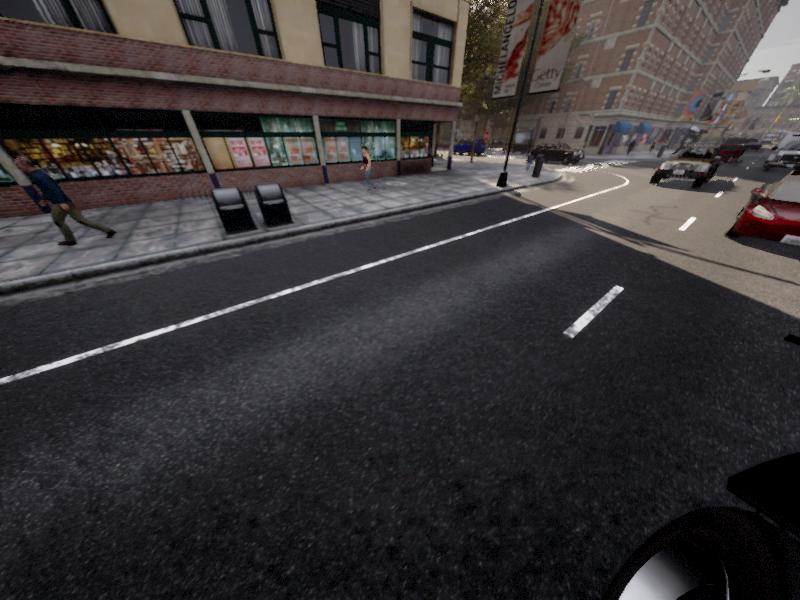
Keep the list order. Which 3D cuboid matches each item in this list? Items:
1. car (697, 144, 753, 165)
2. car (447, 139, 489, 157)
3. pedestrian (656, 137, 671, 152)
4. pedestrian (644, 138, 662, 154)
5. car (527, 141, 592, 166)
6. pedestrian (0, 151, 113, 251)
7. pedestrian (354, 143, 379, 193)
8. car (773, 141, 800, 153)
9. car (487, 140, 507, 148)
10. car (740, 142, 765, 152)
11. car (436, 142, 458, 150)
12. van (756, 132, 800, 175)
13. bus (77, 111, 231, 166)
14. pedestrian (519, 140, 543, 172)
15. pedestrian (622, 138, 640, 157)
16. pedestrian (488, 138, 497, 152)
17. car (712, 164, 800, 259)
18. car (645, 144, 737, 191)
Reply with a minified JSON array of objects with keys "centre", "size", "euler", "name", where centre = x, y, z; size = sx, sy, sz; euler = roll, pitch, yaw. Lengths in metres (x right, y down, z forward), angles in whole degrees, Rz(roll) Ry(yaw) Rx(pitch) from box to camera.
[{"centre":[32.539,-14.669,23.136],"size":[5.008,1.535,1.882],"euler":[-18,39,-23],"name":"car"},{"centre":[9.811,-22.385,33.819],"size":[2.150,2.045,5.566],"euler":[-24,41,-30],"name":"car"},{"centre":[41.958,-24.754,36.785],"size":[0.751,1.860,0.751],"euler":[-22,41,-28],"name":"pedestrian"},{"centre":[34.429,-20.947,31.441],"size":[0.751,1.860,0.751],"euler":[-24,42,-30],"name":"pedestrian"},{"centre":[15.504,-14.563,22.822],"size":[1.932,1.855,4.605],"euler":[-21,40,-27],"name":"car"},{"centre":[-7.615,-2.168,5.126],"size":[0.751,1.860,0.751],"euler":[-27,43,-32],"name":"pedestrian"},{"centre":[-1.479,-5.898,10.370],"size":[0.751,1.860,0.751],"euler":[-19,39,-24],"name":"pedestrian"},{"centre":[60.629,-23.937,36.145],"size":[4.674,1.442,1.812],"euler":[-23,41,-29],"name":"car"},{"centre":[25.508,-41.119,60.801],"size":[4.902,1.511,2.128],"euler":[-23,41,-29],"name":"car"},{"centre":[61.327,-26.689,40.166],"size":[4.718,1.301,1.895],"euler":[-23,41,-29],"name":"car"},{"centre":[10.573,-34.616,51.810],"size":[4.718,1.301,1.895],"euler":[-23,41,-29],"name":"car"},{"centre":[29.770,-11.061,17.265],"size":[6.366,2.431,2.351],"euler":[-23,41,-29],"name":"van"},{"centre":[-25.759,-17.714,25.555],"size":[10.273,4.253,3.944],"euler":[-23,41,-29],"name":"bus"},{"centre":[9.346,-10.277,16.499],"size":[0.751,1.860,0.751],"euler":[-23,41,-29],"name":"pedestrian"},{"centre":[28.166,-18.607,28.170],"size":[0.751,1.860,0.751],"euler":[28,44,34],"name":"pedestrian"},{"centre":[15.407,-25.781,38.449],"size":[0.751,1.860,0.751],"euler":[-30,45,-35],"name":"pedestrian"},{"centre":[10.710,-2.471,6.048],"size":[4.792,1.488,2.163],"euler":[-23,41,-29],"name":"car"},{"centre":[15.864,-7.359,12.599],"size":[4.605,1.855,1.932],"euler":[-23,41,-29],"name":"car"}]
